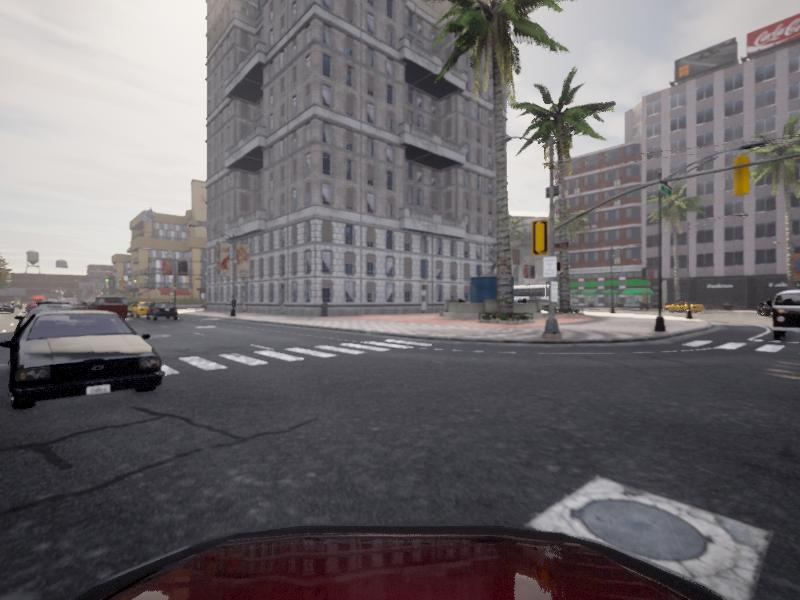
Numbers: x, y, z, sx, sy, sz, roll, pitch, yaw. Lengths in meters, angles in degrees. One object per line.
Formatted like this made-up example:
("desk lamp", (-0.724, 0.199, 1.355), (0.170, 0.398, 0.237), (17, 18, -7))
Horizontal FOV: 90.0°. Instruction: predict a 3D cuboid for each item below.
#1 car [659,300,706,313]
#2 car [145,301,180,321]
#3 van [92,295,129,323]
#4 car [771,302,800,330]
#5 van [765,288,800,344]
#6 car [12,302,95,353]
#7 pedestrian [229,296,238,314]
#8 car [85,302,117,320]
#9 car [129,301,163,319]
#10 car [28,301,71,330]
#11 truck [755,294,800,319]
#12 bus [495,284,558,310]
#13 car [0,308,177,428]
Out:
("car", (36.982, 0.848, 52.552), (1.801, 1.575, 5.366), (0, 0, -11))
("car", (-19.438, 0.860, 32.678), (1.789, 1.549, 3.705), (0, 0, -42))
("van", (-21.893, 0.642, 30.178), (1.775, 1.987, 4.442), (0, 0, -42))
("car", (22.495, 0.845, 22.553), (1.845, 1.501, 3.633), (0, 0, 35))
("van", (16.242, 0.587, 16.039), (4.480, 2.038, 2.069), (1, 0, -44))
("car", (-12.866, 0.848, 14.866), (2.038, 1.542, 4.974), (0, 0, -42))
("pedestrian", (-18.108, 0.542, 43.472), (0.751, 1.860, 0.751), (0, 0, -38))
("car", (-26.009, 0.904, 34.753), (1.816, 1.474, 4.193), (0, 0, -42))
("car", (-24.144, 0.854, 37.908), (1.801, 1.575, 5.366), (0, 0, -42))
("car", (-21.228, 0.837, 24.191), (1.801, 1.575, 5.366), (0, 0, -42))
("truck", (34.975, 0.570, 35.383), (2.390, 2.098, 6.274), (0, 0, 10))
("bus", (22.527, -0.464, 72.122), (3.944, 4.253, 10.273), (0, 0, -42))
("car", (-6.195, 0.906, 7.652), (2.033, 1.411, 5.357), (0, 0, -44))
